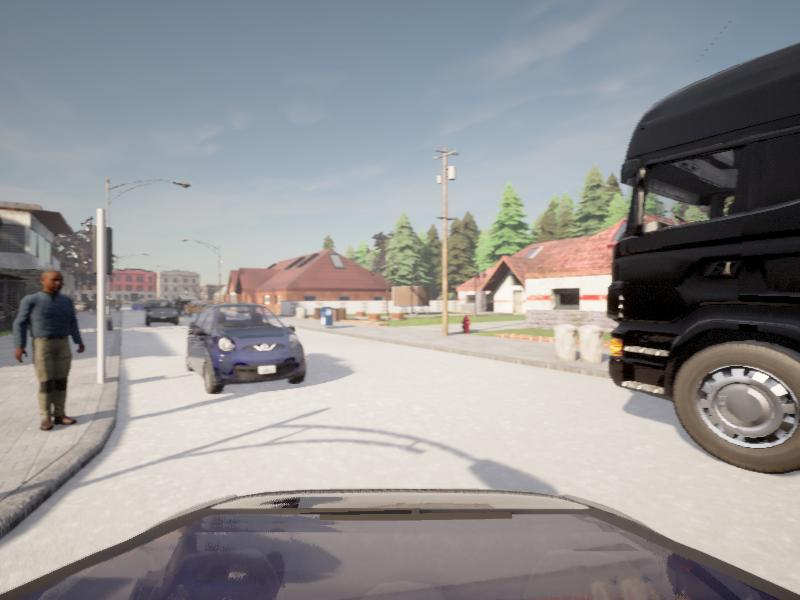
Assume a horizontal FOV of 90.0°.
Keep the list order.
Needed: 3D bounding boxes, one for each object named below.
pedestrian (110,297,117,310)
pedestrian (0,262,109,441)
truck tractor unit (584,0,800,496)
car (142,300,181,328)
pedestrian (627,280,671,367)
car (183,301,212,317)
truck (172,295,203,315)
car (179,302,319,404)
[{"bbox_3d":[-42.507,0.554,59.326,0.751,1.860,0.751,0,0,-32],"label":"pedestrian"},{"bbox_3d":[-4.029,0.537,4.666,0.751,1.860,0.751,0,0,26],"label":"pedestrian"},{"bbox_3d":[5.265,-0.537,2.868,3.053,4.208,6.516,0,0,-35],"label":"truck tractor unit"},{"bbox_3d":[-15.210,0.793,25.421,1.851,1.617,3.988,0,0,-35],"label":"car"},{"bbox_3d":[5.695,0.509,9.140,0.751,1.860,0.751,0,0,41],"label":"pedestrian"},{"bbox_3d":[-19.906,0.823,39.234,1.882,1.535,5.008,0,0,-35],"label":"car"},{"bbox_3d":[-24.159,0.545,45.371,2.390,2.098,6.274,0,0,-35],"label":"truck"},{"bbox_3d":[-3.236,0.822,8.130,1.845,1.501,3.633,0,0,-35],"label":"car"}]
